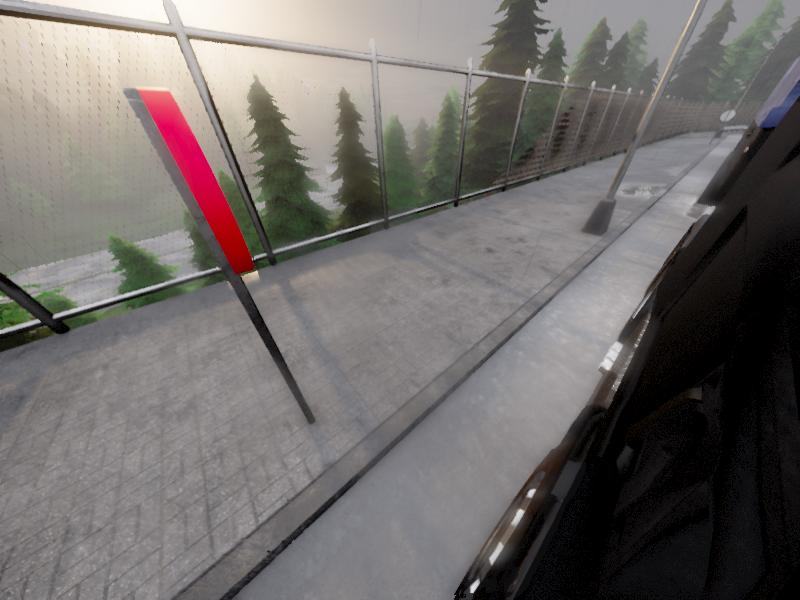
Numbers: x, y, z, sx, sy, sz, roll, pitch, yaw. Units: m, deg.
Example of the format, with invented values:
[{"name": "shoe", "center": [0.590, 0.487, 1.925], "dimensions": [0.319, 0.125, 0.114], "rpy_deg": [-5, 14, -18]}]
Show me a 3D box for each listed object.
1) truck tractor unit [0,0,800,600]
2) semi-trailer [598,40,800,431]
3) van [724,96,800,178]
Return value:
[{"name": "truck tractor unit", "center": [2.645, -0.295, 0.351], "dimensions": [6.516, 4.208, 3.053], "rpy_deg": [-28, 44, -30]}, {"name": "semi-trailer", "center": [8.699, -3.602, 4.232], "dimensions": [14.254, 4.402, 2.717], "rpy_deg": [-28, 44, -30]}, {"name": "van", "center": [17.395, -7.468, 10.447], "dimensions": [5.915, 2.561, 1.988], "rpy_deg": [-28, 44, -30]}]
